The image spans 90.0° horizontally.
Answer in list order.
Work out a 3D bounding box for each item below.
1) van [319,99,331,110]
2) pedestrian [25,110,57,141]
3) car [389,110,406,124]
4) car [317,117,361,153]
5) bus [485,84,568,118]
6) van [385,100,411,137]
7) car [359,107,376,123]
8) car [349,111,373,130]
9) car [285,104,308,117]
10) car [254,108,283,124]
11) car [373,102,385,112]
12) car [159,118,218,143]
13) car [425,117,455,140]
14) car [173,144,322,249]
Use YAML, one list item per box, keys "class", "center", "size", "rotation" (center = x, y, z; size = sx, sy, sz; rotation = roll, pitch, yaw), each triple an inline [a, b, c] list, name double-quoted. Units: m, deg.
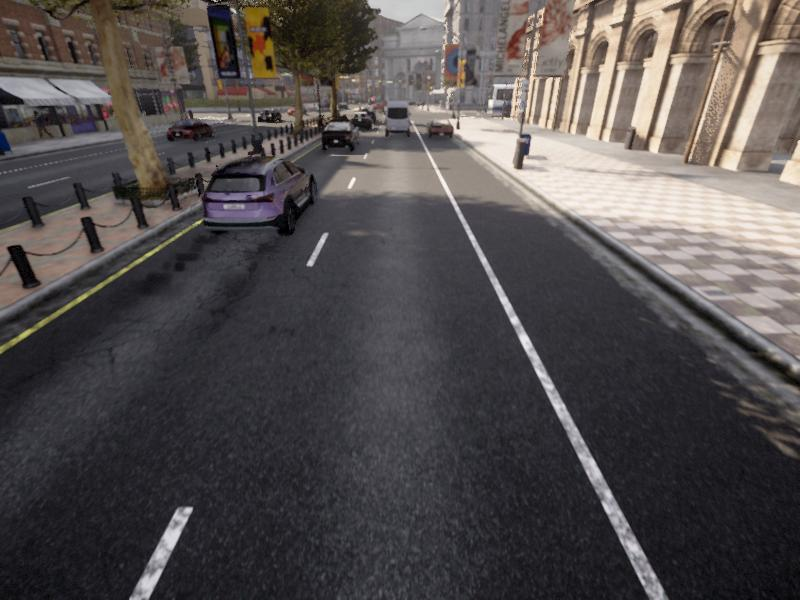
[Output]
- class: "van"
  center: [-15.500, -40.465, 82.850]
  size: [1.775, 1.987, 4.442]
  rotation: [0, 27, 0]
- class: "pedestrian"
  center: [-23.866, -11.619, 26.604]
  size: [0.751, 1.860, 0.751]
  rotation: [5, 28, 9]
- class: "car"
  center: [-0.280, -21.626, 47.138]
  size: [1.895, 1.301, 4.718]
  rotation: [0, 27, 0]
- class: "car"
  center: [-3.642, -10.377, 24.923]
  size: [1.930, 1.638, 5.238]
  rotation: [0, 27, 0]
- class: "bus"
  center: [18.092, -28.787, 57.905]
  size: [10.273, 4.253, 3.944]
  rotation: [0, 27, 0]
- class: "van"
  center: [-0.191, -15.285, 33.486]
  size: [1.988, 2.561, 5.915]
  rotation: [0, 28, 0]
- class: "car"
  center: [-3.915, -22.579, 48.755]
  size: [1.837, 1.490, 4.892]
  rotation: [-1, 28, -3]
- class: "car"
  center: [-3.727, -17.335, 38.600]
  size: [1.970, 1.475, 3.806]
  rotation: [0, 27, 0]
- class: "car"
  center: [-15.356, -28.385, 59.766]
  size: [2.242, 1.667, 4.611]
  rotation: [0, 27, 0]
- class: "car"
  center: [-15.101, -21.275, 46.183]
  size: [1.970, 1.475, 3.806]
  rotation: [1, 27, 2]
- class: "car"
  center: [-3.961, -36.928, 76.448]
  size: [2.152, 1.651, 5.027]
  rotation: [0, 27, 0]
- class: "car"
  center: [-15.172, -12.340, 28.968]
  size: [1.994, 1.385, 4.181]
  rotation: [0, 27, 0]
- class: "car"
  center: [3.066, -13.569, 31.516]
  size: [1.895, 1.301, 4.718]
  rotation: [0, 27, 0]
- class: "car"
  center: [-3.553, -2.971, 10.572]
  size: [2.033, 1.649, 4.856]
  rotation: [0, 27, 0]
